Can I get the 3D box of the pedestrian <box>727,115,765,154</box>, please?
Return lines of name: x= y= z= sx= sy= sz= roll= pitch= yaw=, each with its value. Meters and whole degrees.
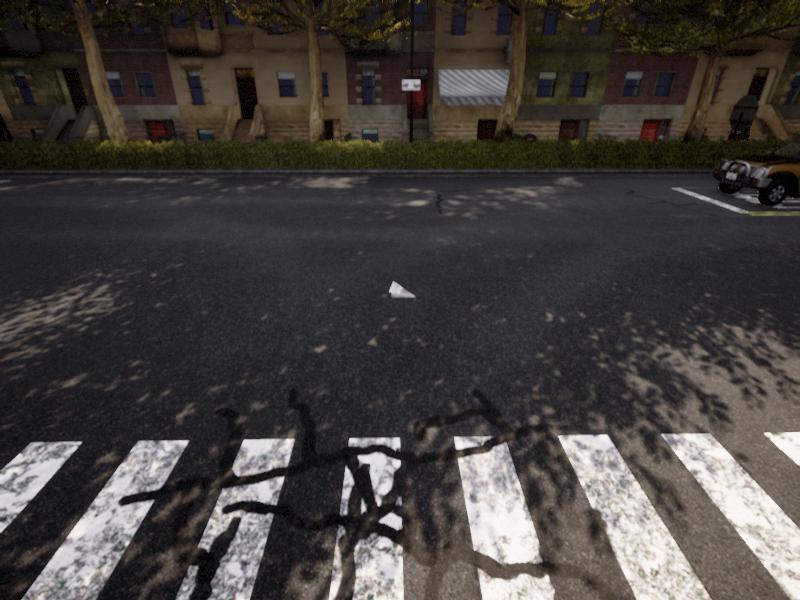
pedestrian: x=18.511 y=-8.875 z=21.428 sx=0.751 sy=1.860 sz=0.751 roll=0 pitch=27 yaw=0

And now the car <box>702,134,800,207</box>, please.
car: x=12.676 y=-4.072 z=12.459 sx=4.605 sy=1.855 sz=1.932 roll=0 pitch=27 yaw=-1

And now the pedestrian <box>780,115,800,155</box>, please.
pedestrian: x=21.129 y=-8.699 z=21.082 sx=0.751 sy=1.860 sz=0.751 roll=-9 pitch=29 yaw=-17
